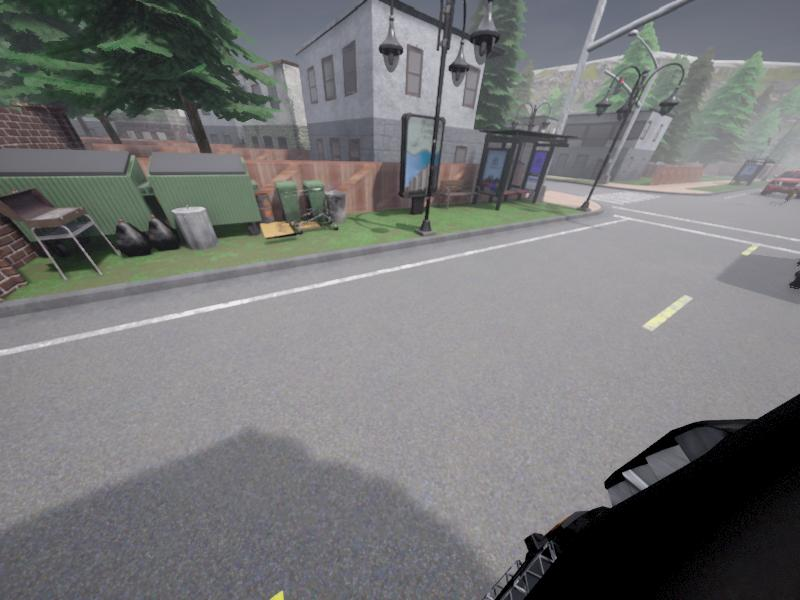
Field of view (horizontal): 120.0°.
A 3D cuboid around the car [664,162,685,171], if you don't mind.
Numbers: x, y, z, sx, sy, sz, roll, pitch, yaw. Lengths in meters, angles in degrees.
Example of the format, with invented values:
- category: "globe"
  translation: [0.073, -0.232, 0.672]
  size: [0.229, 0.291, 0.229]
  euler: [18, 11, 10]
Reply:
- category: "car"
  translation: [70.460, -34.256, 59.298]
  size: [4.605, 1.855, 1.932]
  euler: [-17, 38, -27]

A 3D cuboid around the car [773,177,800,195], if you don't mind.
- category: "car"
  translation: [41.451, -11.926, 24.027]
  size: [4.181, 1.385, 1.994]
  euler: [-16, 38, -26]

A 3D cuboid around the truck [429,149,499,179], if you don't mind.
- category: "truck"
  translation: [6.209, -13.763, 23.288]
  size: [2.390, 2.098, 6.274]
  euler: [-25, 43, -35]

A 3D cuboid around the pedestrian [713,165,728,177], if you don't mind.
- category: "pedestrian"
  translation: [59.394, -23.958, 42.820]
  size: [0.751, 1.860, 0.751]
  euler: [-17, 38, -27]

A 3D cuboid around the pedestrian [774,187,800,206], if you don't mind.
- category: "pedestrian"
  translation: [25.771, -6.874, 15.352]
  size: [0.500, 1.100, 0.500]
  euler: [-21, 40, -31]

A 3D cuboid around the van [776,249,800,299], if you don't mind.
- category: "van"
  translation: [10.320, -1.136, 4.707]
  size: [4.442, 1.987, 1.775]
  euler: [-17, 38, -27]

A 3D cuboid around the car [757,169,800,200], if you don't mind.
- category: "car"
  translation: [34.559, -10.243, 20.323]
  size: [5.566, 2.045, 2.150]
  euler: [-16, 38, -26]
